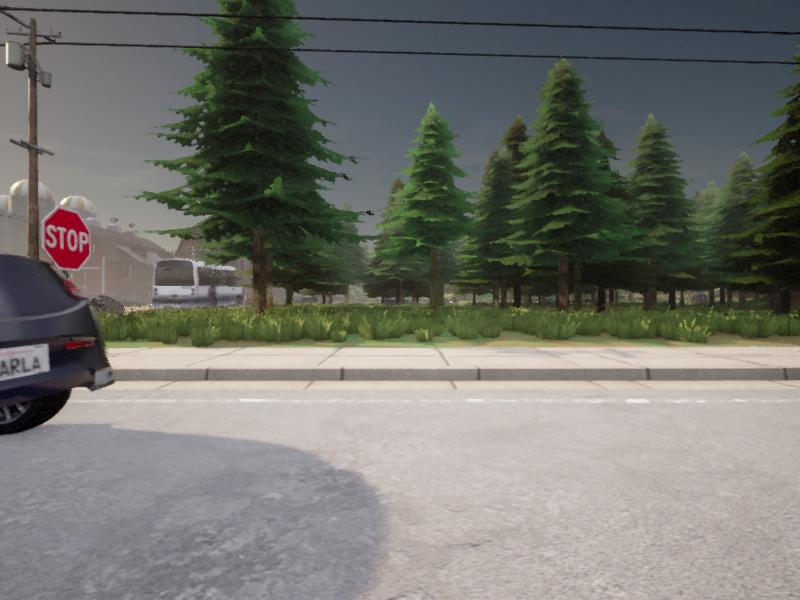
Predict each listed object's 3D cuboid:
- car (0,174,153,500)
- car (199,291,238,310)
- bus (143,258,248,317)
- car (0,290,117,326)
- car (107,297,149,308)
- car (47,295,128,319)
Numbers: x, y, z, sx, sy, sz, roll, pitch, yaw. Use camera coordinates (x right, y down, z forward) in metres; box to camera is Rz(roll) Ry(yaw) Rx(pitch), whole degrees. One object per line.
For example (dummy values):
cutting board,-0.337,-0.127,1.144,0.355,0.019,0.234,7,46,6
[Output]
car,-4.528,0.193,2.225,5.027,1.651,2.152,0,0,3
car,-20.604,0.052,45.650,2.150,2.045,5.566,0,0,-3
bus,-16.744,-1.044,34.052,3.944,4.253,10.273,0,2,-2
car,-15.986,0.326,18.740,2.163,1.488,4.792,0,0,-2
car,-40.273,0.347,59.311,4.892,1.490,1.837,0,0,-3
car,-19.771,0.390,25.558,1.994,1.385,4.181,0,0,-2
